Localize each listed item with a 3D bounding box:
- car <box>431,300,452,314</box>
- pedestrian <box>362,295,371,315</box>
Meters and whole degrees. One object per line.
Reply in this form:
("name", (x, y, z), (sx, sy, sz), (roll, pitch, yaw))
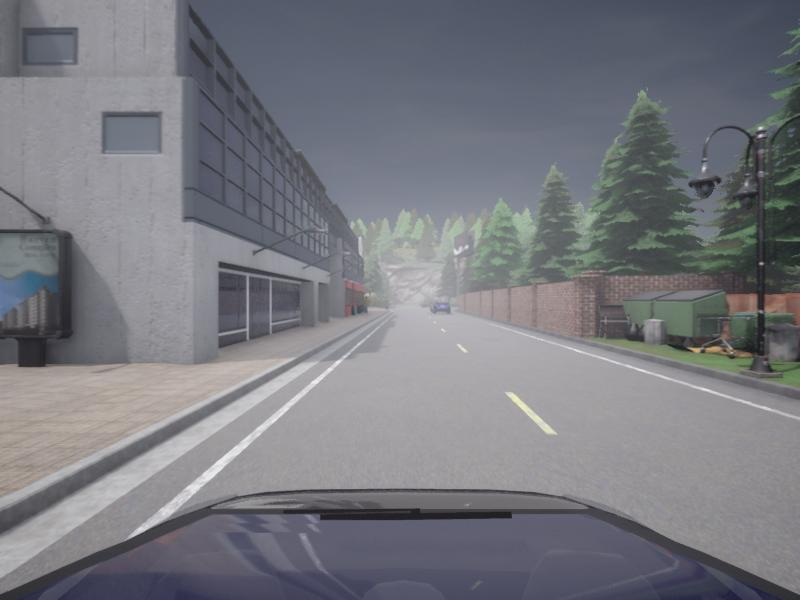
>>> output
("car", (4.625, 0.767, 44.914), (2.007, 1.525, 4.514), (0, 0, 2))
("pedestrian", (-3.107, 0.433, 37.127), (0.751, 1.860, 0.751), (0, 0, 0))
